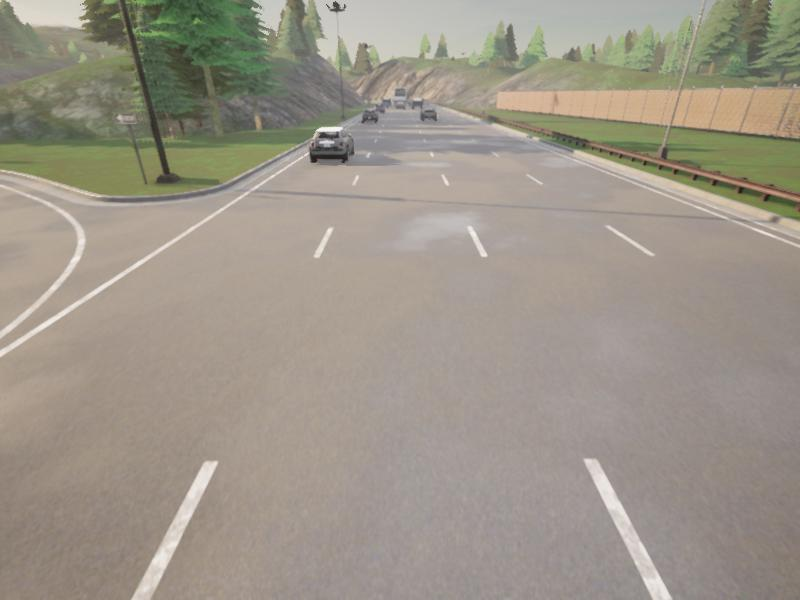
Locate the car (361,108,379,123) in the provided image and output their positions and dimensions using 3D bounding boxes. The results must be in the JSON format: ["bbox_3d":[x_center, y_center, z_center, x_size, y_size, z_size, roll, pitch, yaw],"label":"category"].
[{"bbox_3d":[-3.464,-21.876,47.319,1.816,1.474,4.193,0,27,0],"label":"car"}]

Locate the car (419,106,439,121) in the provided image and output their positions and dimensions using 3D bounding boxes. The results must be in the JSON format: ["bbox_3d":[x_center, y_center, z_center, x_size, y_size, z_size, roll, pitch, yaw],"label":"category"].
[{"bbox_3d":[3.539,-23.290,49.951,2.128,1.511,4.902,0,27,0],"label":"car"}]

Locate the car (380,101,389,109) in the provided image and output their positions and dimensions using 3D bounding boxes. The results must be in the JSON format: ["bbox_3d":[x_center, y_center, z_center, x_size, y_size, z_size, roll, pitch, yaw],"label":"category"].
[{"bbox_3d":[-3.431,-44.298,90.684,1.816,1.474,4.193,0,27,0],"label":"car"}]

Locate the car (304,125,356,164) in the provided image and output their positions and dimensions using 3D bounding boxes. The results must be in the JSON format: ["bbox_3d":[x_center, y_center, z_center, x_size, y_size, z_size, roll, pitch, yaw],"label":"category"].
[{"bbox_3d":[-3.482,-8.143,20.751,1.970,1.475,3.806,0,27,0],"label":"car"}]

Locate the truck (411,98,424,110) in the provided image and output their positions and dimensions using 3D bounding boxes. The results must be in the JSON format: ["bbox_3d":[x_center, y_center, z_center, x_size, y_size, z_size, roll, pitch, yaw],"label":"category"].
[{"bbox_3d":[3.607,-40.992,83.553,2.390,2.098,6.274,0,27,0],"label":"truck"}]

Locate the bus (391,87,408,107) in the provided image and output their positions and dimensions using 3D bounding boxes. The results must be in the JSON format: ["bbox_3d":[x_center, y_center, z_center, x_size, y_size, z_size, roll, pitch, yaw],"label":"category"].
[{"bbox_3d":[-0.123,-51.950,102.437,3.944,4.253,10.273,0,27,0],"label":"bus"}]

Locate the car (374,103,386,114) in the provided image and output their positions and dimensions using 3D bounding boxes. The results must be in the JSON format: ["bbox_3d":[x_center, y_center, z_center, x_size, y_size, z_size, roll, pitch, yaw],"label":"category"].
[{"bbox_3d":[-3.423,-32.795,68.382,1.851,1.617,3.988,0,27,1],"label":"car"}]
